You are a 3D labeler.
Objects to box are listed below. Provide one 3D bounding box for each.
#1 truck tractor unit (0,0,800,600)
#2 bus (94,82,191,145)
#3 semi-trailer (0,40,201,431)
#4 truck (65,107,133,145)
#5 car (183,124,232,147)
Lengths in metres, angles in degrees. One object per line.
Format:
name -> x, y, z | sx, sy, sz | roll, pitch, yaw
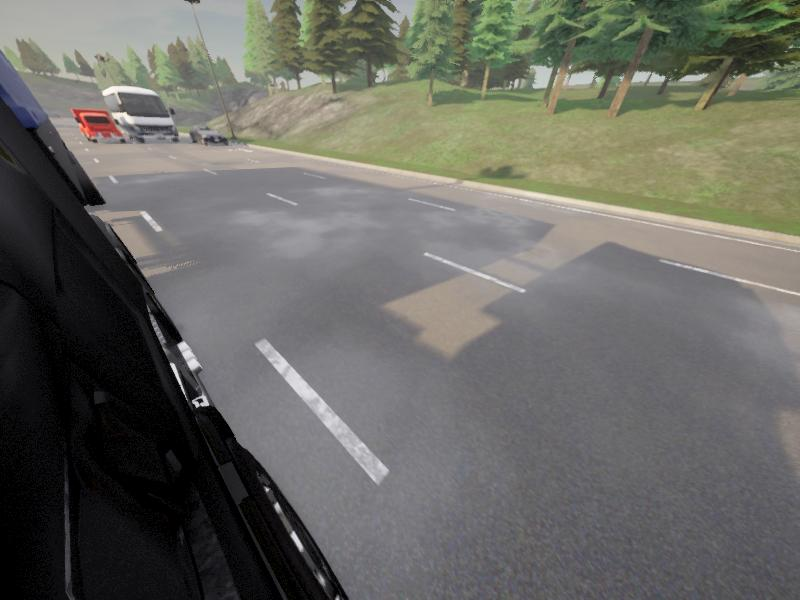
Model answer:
truck tractor unit -> -2.645, -0.295, 0.351 | 6.516, 4.208, 3.053 | 28, 44, 30
bus -> -26.628, -18.963, 23.828 | 10.273, 4.253, 3.944 | 28, 44, 30
semi-trailer -> -8.680, -3.612, 4.252 | 14.254, 4.402, 2.717 | 28, 44, 30
truck -> -27.474, -15.840, 21.081 | 5.204, 2.467, 2.627 | 29, 44, 30
car -> -19.650, -16.763, 23.511 | 5.027, 1.651, 2.152 | 29, 44, 30
